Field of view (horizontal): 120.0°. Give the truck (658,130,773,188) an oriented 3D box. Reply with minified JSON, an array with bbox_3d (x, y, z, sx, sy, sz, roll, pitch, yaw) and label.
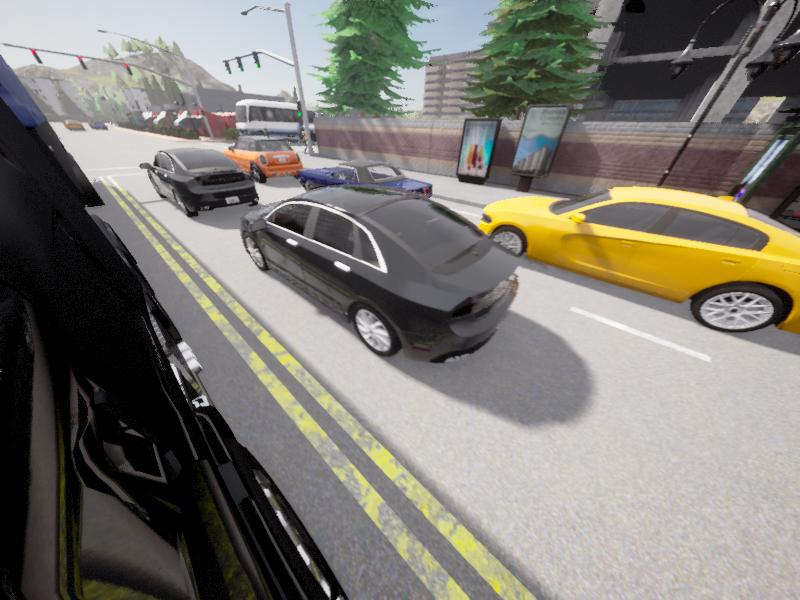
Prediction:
[{"bbox_3d":[18.382,-8.715,14.022,2.615,2.467,5.204,28,43,30],"label":"truck"}]

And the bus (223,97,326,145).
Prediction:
[{"bbox_3d":[-15.392,-22.710,29.769,3.944,4.253,10.273,27,43,30],"label":"bus"}]

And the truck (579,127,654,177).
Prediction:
[{"bbox_3d":[15.079,-10.448,16.183,2.615,2.467,5.204,28,43,30],"label":"truck"}]

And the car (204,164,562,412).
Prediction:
[{"bbox_3d":[-0.763,-0.921,3.559,4.892,1.490,1.837,28,43,30],"label":"car"}]

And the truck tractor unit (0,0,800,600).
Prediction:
[{"bbox_3d":[-2.645,-0.295,0.351,6.516,4.208,3.053,28,44,30],"label":"truck tractor unit"}]

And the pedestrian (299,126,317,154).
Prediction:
[{"bbox_3d":[-7.479,-13.001,18.803,0.751,1.860,0.751,25,42,28],"label":"pedestrian"}]

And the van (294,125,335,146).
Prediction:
[{"bbox_3d":[-11.127,-21.693,30.484,2.069,2.038,4.480,24,42,27],"label":"van"}]

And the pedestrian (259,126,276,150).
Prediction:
[{"bbox_3d":[-12.925,-15.818,22.579,0.751,1.860,0.751,28,43,30],"label":"pedestrian"}]

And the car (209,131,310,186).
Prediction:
[{"bbox_3d":[-6.697,-6.888,11.041,4.553,1.767,2.097,28,44,30],"label":"car"}]

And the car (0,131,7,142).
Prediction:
[{"bbox_3d":[-38.947,-15.640,21.297,5.366,1.575,1.801,29,44,31],"label":"car"}]

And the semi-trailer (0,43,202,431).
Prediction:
[{"bbox_3d":[-8.706,-3.576,4.255,14.254,4.402,2.717,28,44,30],"label":"semi-trailer"}]

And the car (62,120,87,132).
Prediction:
[{"bbox_3d":[-57.616,-30.885,40.904,5.008,1.535,1.882,27,43,30],"label":"car"}]

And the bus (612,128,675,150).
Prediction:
[{"bbox_3d":[62.627,-41.902,59.956,10.273,4.253,3.944,28,43,30],"label":"bus"}]

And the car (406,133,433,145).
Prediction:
[{"bbox_3d":[3.503,-28.327,40.670,2.128,1.511,4.902,27,43,30],"label":"car"}]

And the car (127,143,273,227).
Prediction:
[{"bbox_3d":[-6.281,-3.822,7.179,4.892,1.490,1.837,28,43,30],"label":"car"}]

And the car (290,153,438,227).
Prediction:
[{"bbox_3d":[-1.346,-3.868,7.672,4.718,1.301,1.895,28,43,30],"label":"car"}]

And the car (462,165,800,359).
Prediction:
[{"bbox_3d":[3.961,-1.173,4.118,5.008,1.535,1.882,28,43,30],"label":"car"}]

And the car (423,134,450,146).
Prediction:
[{"bbox_3d":[6.158,-26.915,38.885,1.882,1.535,5.008,27,43,30],"label":"car"}]

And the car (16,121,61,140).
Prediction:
[{"bbox_3d":[-40.262,-18.977,25.814,4.792,1.488,2.163,28,43,30],"label":"car"}]
